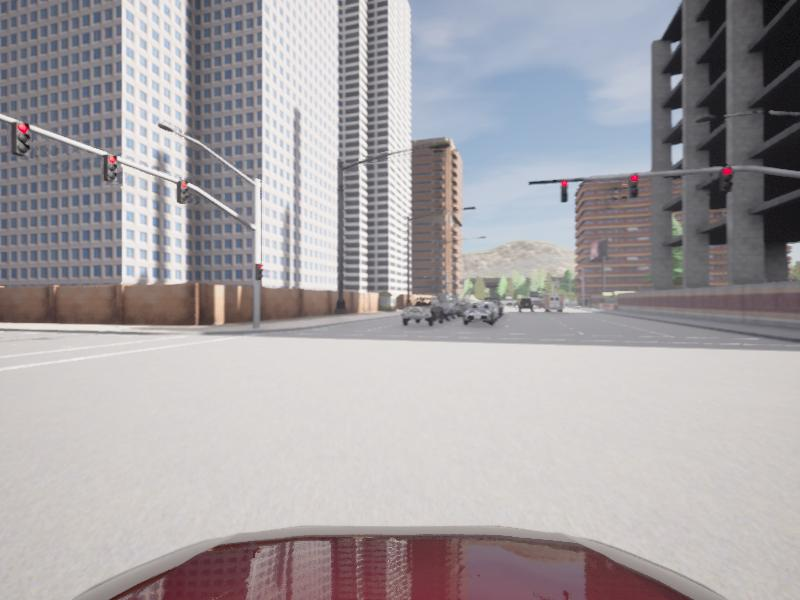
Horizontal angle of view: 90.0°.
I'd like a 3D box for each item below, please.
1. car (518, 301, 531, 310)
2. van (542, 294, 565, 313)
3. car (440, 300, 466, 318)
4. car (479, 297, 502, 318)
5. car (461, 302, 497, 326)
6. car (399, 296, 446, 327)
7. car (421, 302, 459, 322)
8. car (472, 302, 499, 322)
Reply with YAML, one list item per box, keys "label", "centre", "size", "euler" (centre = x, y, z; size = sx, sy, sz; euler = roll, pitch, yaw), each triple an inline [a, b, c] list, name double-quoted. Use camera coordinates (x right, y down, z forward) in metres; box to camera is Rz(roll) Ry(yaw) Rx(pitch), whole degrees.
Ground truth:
- label: "car"
  centre: [22.092, 0.911, 71.351]
  size: [2.128, 1.511, 4.902]
  euler: [0, 0, 16]
- label: "van"
  centre: [20.773, 0.403, 54.426]
  size: [2.351, 2.431, 6.366]
  euler: [0, 0, 16]
- label: "car"
  centre: [5.104, 0.821, 38.335]
  size: [1.851, 1.617, 3.988]
  euler: [0, 0, 16]
- label: "car"
  centre: [8.616, 0.673, 37.865]
  size: [1.905, 1.878, 3.866]
  euler: [0, 0, 16]
- label: "car"
  centre: [5.308, 0.873, 26.548]
  size: [1.970, 1.475, 3.806]
  euler: [0, 0, 16]
- label: "car"
  centre: [1.597, 0.678, 26.233]
  size: [1.932, 1.855, 4.605]
  euler: [0, 0, 18]
- label: "car"
  centre: [3.293, 0.880, 32.146]
  size: [2.163, 1.488, 4.792]
  euler: [0, 0, 16]
- label: "car"
  centre: [6.905, 0.893, 32.033]
  size: [1.812, 1.442, 4.674]
  euler: [0, 0, 16]
